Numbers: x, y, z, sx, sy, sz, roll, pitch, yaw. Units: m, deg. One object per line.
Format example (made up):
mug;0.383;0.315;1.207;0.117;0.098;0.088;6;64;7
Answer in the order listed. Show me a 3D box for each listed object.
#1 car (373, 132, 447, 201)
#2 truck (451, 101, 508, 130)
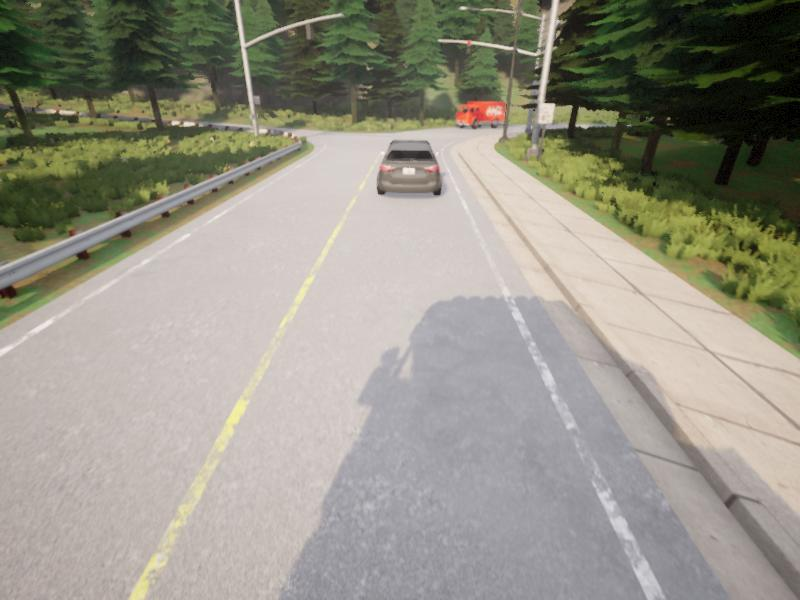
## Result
car;0.348;-4.972;14.493;2.242;1.667;4.611;1;27;1
truck;8.023;-18.743;40.526;5.204;2.467;2.627;-19;33;-33
